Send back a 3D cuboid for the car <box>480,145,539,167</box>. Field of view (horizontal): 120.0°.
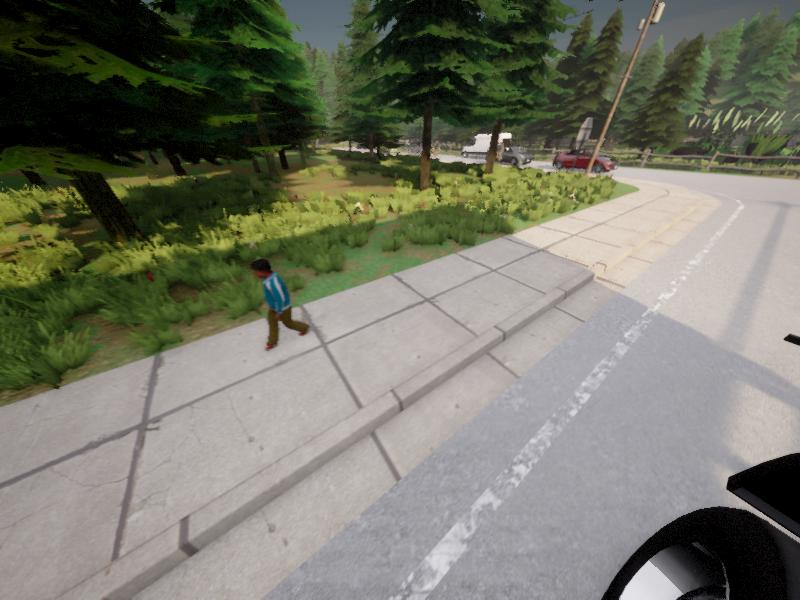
[{"bbox_3d":[10.326,-13.898,22.171,2.007,1.525,4.514,-20,40,-26],"label":"car"}]

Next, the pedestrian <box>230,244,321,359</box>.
[{"bbox_3d":[-1.357,0.022,2.629,0.500,1.100,0.500,-27,43,-33],"label":"pedestrian"}]

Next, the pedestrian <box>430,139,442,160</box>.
[{"bbox_3d":[3.830,-16.038,24.665,0.751,1.860,0.751,-19,39,-25],"label":"pedestrian"}]

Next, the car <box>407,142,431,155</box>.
[{"bbox_3d":[2.920,-23.900,36.437,1.845,1.501,3.633,-21,41,-27],"label":"car"}]

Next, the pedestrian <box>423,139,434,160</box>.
[{"bbox_3d":[3.144,-16.632,25.515,0.751,1.860,0.751,-22,40,-27],"label":"pedestrian"}]

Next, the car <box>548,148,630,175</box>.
[{"bbox_3d":[14.026,-10.589,17.491,1.816,1.474,4.193,-20,40,-25],"label":"car"}]

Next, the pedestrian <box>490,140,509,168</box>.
[{"bbox_3d":[7.874,-11.591,18.319,0.751,1.860,0.751,-21,40,-27],"label":"pedestrian"}]

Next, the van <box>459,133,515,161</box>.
[{"bbox_3d":[10.033,-18.230,27.448,1.988,2.561,5.915,-21,40,-27],"label":"van"}]

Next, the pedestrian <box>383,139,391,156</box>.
[{"bbox_3d":[-1.737,-20.494,31.044,0.751,1.860,0.751,-20,40,-26],"label":"pedestrian"}]
